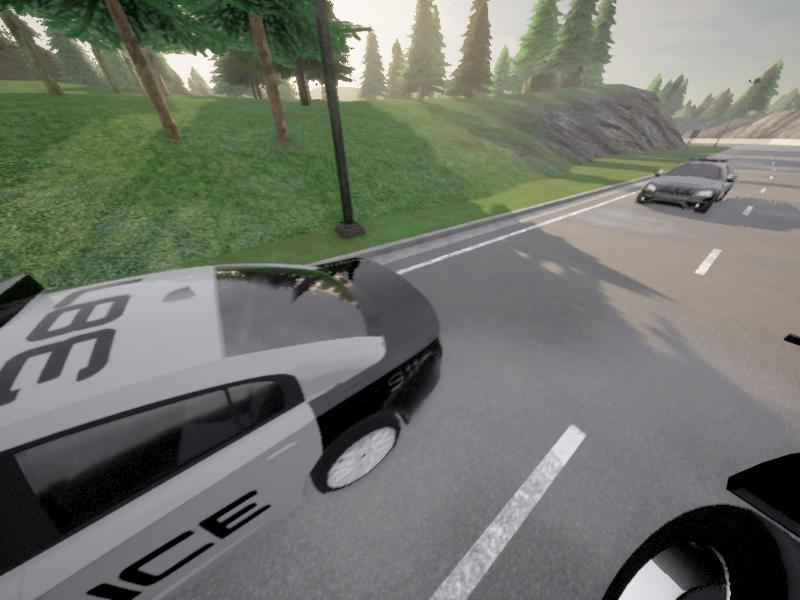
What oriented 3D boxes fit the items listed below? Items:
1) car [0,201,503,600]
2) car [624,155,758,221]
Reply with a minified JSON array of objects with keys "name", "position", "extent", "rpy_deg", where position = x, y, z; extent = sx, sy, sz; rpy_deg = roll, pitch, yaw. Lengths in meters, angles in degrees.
[{"name":"car","position":[-2.063,0.833,1.314],"extent":[5.238,1.638,1.930],"rpy_deg":[-22,41,-28]},{"name":"car","position":[11.258,-4.538,8.922],"extent":[4.974,1.542,2.038],"rpy_deg":[-22,41,-28]}]
